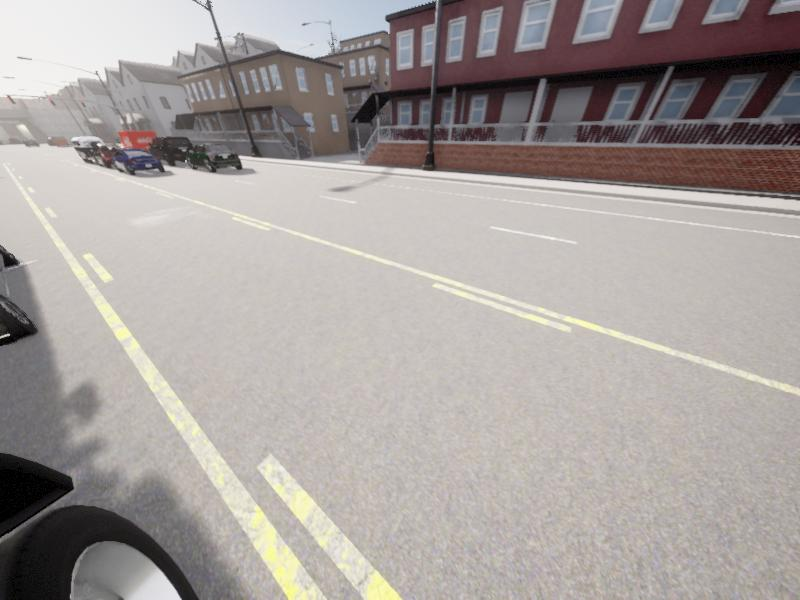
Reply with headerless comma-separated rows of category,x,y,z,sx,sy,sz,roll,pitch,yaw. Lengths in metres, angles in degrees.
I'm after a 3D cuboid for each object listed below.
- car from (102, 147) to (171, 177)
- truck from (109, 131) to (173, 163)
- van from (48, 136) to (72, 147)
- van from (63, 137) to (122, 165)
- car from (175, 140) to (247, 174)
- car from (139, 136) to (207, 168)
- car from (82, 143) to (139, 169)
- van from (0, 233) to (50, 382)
car,-18.342,-9.693,16.069,4.674,1.442,1.812,22,42,27
truck,-26.305,-15.681,23.498,5.204,2.467,2.627,23,42,28
van,-74.016,-34.495,50.243,4.442,1.987,1.775,22,42,27
van,-29.079,-14.199,21.862,4.480,2.038,2.069,22,42,27
car,-13.763,-10.522,16.856,4.553,1.767,2.097,22,42,27
car,-19.750,-12.983,20.084,5.566,2.045,2.150,22,42,27
car,-24.004,-12.012,19.175,3.988,1.617,1.851,22,42,27
van,-7.302,-0.766,2.776,5.915,2.561,1.988,22,42,27
